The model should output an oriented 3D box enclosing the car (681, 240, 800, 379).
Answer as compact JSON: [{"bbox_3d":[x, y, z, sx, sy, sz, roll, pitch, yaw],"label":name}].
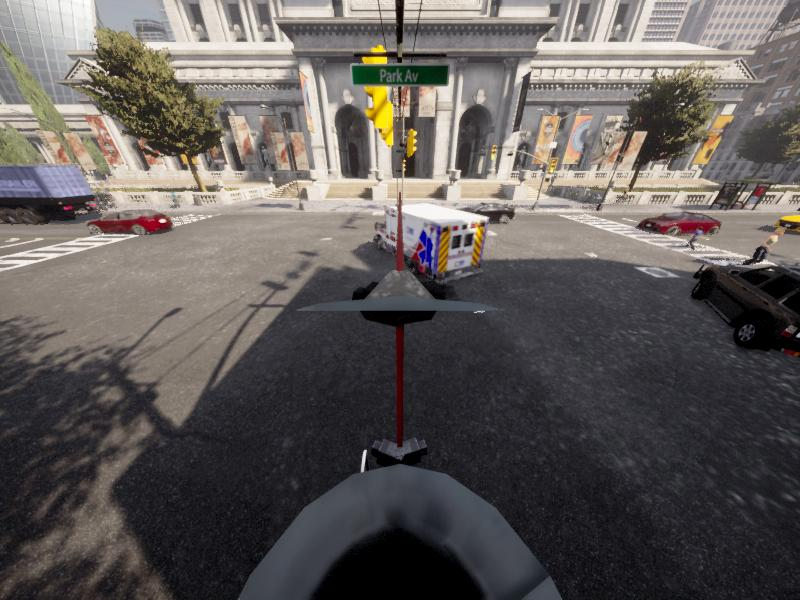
[{"bbox_3d":[10.176,0.022,6.088,1.932,1.855,4.605,17,34,27],"label":"car"}]

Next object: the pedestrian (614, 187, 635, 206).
[{"bbox_3d":[24.841,-11.424,25.579,0.751,1.860,0.751,0,30,1],"label":"pedestrian"}]

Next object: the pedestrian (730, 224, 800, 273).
[{"bbox_3d":[15.606,-2.192,9.893,0.751,1.860,0.751,-4,30,-7],"label":"pedestrian"}]

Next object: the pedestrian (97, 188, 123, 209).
[{"bbox_3d":[-30.312,-10.611,24.171,0.751,1.860,0.751,8,31,14],"label":"pedestrian"}]

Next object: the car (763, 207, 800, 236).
[{"bbox_3d":[29.099,-5.336,15.709,5.008,1.535,1.882,0,30,0],"label":"car"}]

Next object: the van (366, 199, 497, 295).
[{"bbox_3d":[0.822,-2.925,10.643,2.351,2.431,6.366,-15,33,-25],"label":"van"}]

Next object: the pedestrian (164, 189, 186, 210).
[{"bbox_3d":[-23.022,-10.311,23.652,0.751,1.860,0.751,9,31,14],"label":"pedestrian"}]

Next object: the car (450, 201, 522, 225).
[{"bbox_3d":[6.843,-7.130,18.844,4.902,1.511,2.128,0,30,0],"label":"car"}]

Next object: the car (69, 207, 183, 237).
[{"bbox_3d":[-18.570,-5.413,15.899,4.792,1.488,2.163,1,30,2],"label":"car"}]

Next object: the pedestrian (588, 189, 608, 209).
[{"bbox_3d":[20.357,-10.390,23.787,0.751,1.860,0.751,-7,31,-11],"label":"pedestrian"}]

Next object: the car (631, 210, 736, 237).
[{"bbox_3d":[19.112,-5.277,15.779,4.181,1.385,1.994,0,30,0],"label":"car"}]

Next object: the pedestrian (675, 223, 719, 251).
[{"bbox_3d":[16.148,-3.432,12.601,0.751,1.300,0.751,-2,30,-4],"label":"pedestrian"}]

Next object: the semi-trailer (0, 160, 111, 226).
[{"bbox_3d":[-32.582,-8.454,18.224,14.254,4.402,2.717,1,30,1],"label":"semi-trailer"}]
